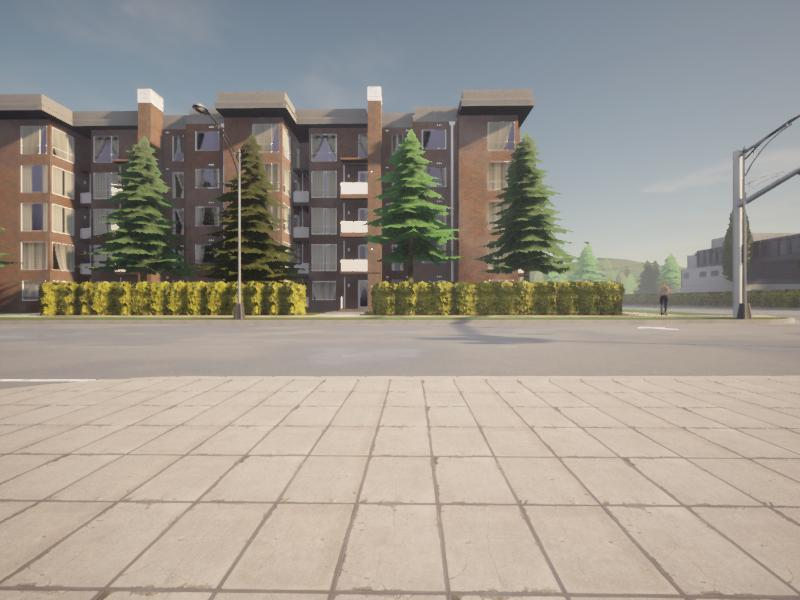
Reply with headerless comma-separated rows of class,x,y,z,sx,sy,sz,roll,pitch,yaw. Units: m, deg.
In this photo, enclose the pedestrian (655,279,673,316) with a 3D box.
pedestrian,13.774,-0.125,20.920,0.751,1.860,0.751,0,0,30
